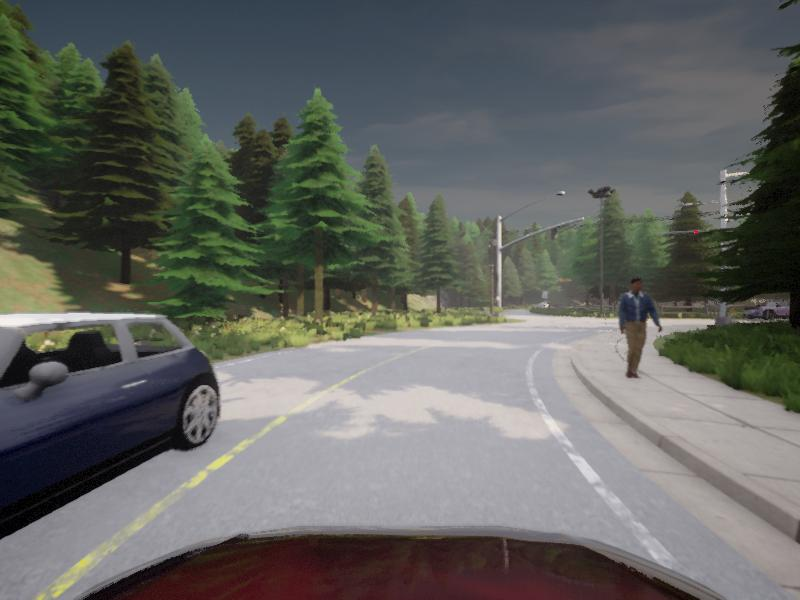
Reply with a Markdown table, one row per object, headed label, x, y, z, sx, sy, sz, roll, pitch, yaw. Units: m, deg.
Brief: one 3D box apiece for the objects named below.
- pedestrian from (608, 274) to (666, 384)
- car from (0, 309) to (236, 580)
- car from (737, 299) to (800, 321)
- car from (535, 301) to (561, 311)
| label | x | y | z | sx | sy | sz | roll | pitch | yaw |
| --- | --- | --- | --- | --- | --- | --- | --- | --- | --- |
| pedestrian | 4.237 | 0.484 | 7.204 | 0.751 | 1.860 | 0.751 | 0 | 0 | 19 |
| car | -3.169 | 0.849 | 3.024 | 1.970 | 1.475 | 3.806 | 0 | 0 | 7 |
| car | 30.317 | 0.783 | 32.103 | 4.856 | 1.649 | 2.033 | 0 | 0 | 1 |
| car | 23.267 | 0.879 | 62.888 | 4.674 | 1.442 | 1.812 | 0 | 0 | -42 |
